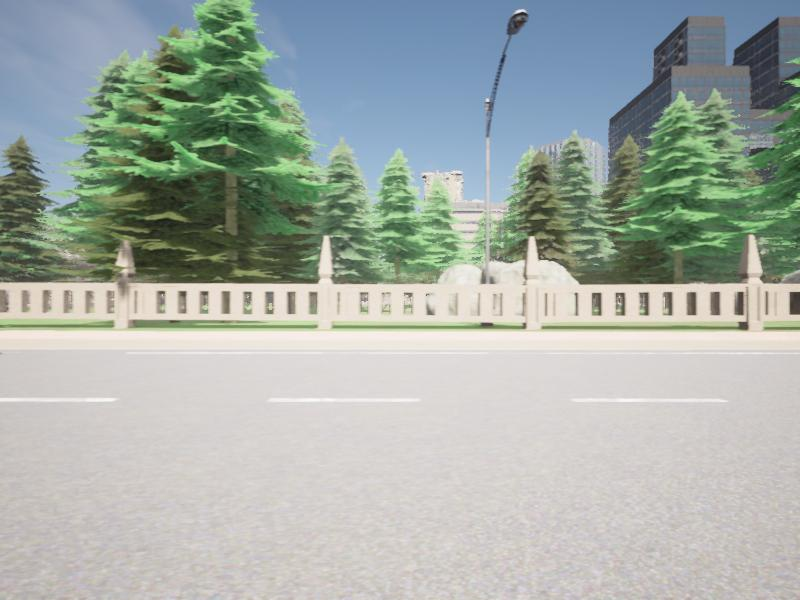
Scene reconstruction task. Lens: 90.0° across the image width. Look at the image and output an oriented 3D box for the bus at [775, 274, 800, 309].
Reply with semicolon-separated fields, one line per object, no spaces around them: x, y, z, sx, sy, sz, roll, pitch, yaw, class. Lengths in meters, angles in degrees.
51.175;-1.077;47.310;3.944;4.253;10.273;0;0;0;bus
